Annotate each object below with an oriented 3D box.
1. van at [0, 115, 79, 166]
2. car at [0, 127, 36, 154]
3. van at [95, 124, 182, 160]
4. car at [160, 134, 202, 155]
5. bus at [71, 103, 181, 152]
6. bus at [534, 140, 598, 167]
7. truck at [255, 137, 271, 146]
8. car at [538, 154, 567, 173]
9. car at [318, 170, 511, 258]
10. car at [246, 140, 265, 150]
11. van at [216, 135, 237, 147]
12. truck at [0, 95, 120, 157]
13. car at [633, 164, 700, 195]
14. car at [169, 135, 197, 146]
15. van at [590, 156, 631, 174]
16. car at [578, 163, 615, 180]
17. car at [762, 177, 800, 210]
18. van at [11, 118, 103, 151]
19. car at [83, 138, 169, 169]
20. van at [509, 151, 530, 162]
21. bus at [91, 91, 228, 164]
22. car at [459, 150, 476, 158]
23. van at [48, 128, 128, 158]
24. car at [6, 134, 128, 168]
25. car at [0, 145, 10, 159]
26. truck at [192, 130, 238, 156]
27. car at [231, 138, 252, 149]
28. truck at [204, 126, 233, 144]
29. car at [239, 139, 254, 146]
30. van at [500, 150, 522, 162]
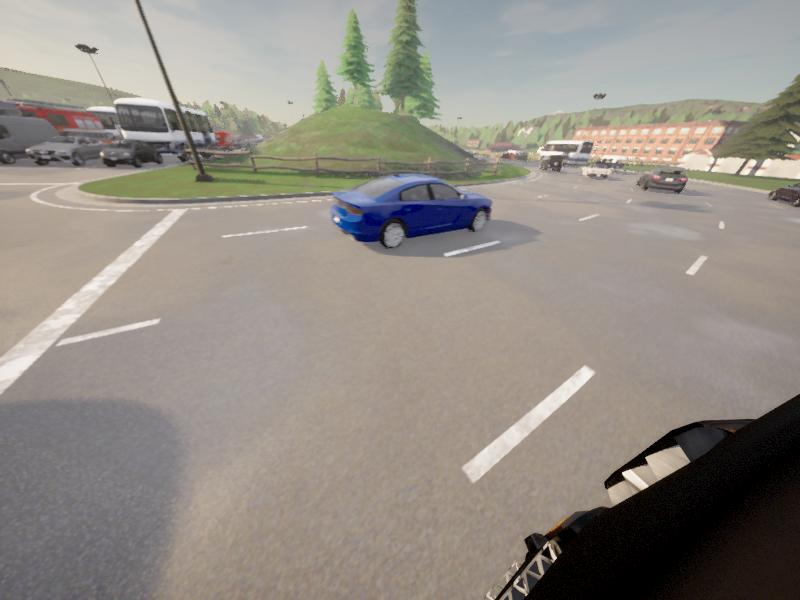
[{"bbox_3d":[-25.969,-10.634,15.289,1.988,2.561,5.915,-7,35,-14],"label":"van"},{"bbox_3d":[-34.544,-13.316,19.165,1.932,1.855,4.605,-7,35,-14],"label":"car"},{"bbox_3d":[-24.689,-15.284,22.376,2.351,2.431,6.366,-7,35,-14],"label":"van"},{"bbox_3d":[-26.645,-19.063,28.293,1.905,1.878,3.866,-7,35,-14],"label":"car"},{"bbox_3d":[-34.701,-22.324,30.366,3.944,4.253,10.273,-7,35,-14],"label":"bus"},{"bbox_3d":[34.541,-31.150,48.960,3.944,4.253,10.273,-6,35,-14],"label":"bus"},{"bbox_3d":[-39.858,-46.377,67.484,2.390,2.098,6.274,-7,35,-14],"label":"truck"},{"bbox_3d":[20.301,-18.303,30.921,1.905,1.878,3.866,11,35,11],"label":"car"},{"bbox_3d":[0.564,-2.729,6.603,5.008,1.535,1.882,-18,40,-28],"label":"car"},{"bbox_3d":[-29.280,-31.658,47.068,2.128,1.511,4.902,-7,35,-14],"label":"car"},{"bbox_3d":[-37.779,-34.728,50.466,2.069,2.038,4.480,-7,35,-14],"label":"van"},{"bbox_3d":[-31.713,-15.711,21.197,2.891,3.827,8.468,-7,35,-14],"label":"truck"},{"bbox_3d":[21.083,-9.794,18.583,2.242,1.667,4.611,23,39,26],"label":"car"},{"bbox_3d":[-43.868,-32.410,46.901,1.930,1.638,5.238,-7,35,-14],"label":"car"},{"bbox_3d":[31.860,-20.678,35.219,2.069,2.038,4.480,6,33,2],"label":"van"},{"bbox_3d":[22.030,-14.638,26.165,1.895,1.301,4.718,15,36,17],"label":"car"},{"bbox_3d":[25.764,-6.642,14.466,1.816,1.474,4.193,24,39,27],"label":"car"},{"bbox_3d":[-36.583,-17.808,25.064,1.988,2.561,5.915,-7,35,-14],"label":"van"},{"bbox_3d":[-18.929,-10.378,16.306,1.851,1.617,3.988,-7,35,-14],"label":"car"},{"bbox_3d":[28.896,-34.923,56.126,1.775,1.987,4.442,-6,35,-14],"label":"van"},{"bbox_3d":[-20.764,-15.632,21.574,3.944,4.253,10.273,-7,35,-14],"label":"bus"},{"bbox_3d":[18.808,-41.000,64.774,2.163,1.488,4.792,-6,35,-14],"label":"car"},{"bbox_3d":[-27.830,-14.216,20.937,1.775,1.987,4.442,-7,35,-14],"label":"van"},{"bbox_3d":[-22.511,-10.435,16.090,2.152,1.651,5.027,-7,35,-14],"label":"car"},{"bbox_3d":[-29.353,-9.787,14.699,1.837,1.490,4.892,-7,35,-14],"label":"car"},{"bbox_3d":[-23.504,-20.179,29.680,2.627,2.467,5.204,-7,35,-15],"label":"truck"},{"bbox_3d":[-33.625,-33.281,49.102,2.242,1.667,4.611,-7,35,-14],"label":"car"},{"bbox_3d":[-49.584,-45.179,63.388,2.891,3.827,8.468,-7,35,-14],"label":"truck"},{"bbox_3d":[-42.097,-43.328,63.413,2.033,1.411,5.357,-7,35,-14],"label":"car"},{"bbox_3d":[25.922,-33.703,54.041,2.069,2.038,4.480,-6,35,-14],"label":"van"}]
